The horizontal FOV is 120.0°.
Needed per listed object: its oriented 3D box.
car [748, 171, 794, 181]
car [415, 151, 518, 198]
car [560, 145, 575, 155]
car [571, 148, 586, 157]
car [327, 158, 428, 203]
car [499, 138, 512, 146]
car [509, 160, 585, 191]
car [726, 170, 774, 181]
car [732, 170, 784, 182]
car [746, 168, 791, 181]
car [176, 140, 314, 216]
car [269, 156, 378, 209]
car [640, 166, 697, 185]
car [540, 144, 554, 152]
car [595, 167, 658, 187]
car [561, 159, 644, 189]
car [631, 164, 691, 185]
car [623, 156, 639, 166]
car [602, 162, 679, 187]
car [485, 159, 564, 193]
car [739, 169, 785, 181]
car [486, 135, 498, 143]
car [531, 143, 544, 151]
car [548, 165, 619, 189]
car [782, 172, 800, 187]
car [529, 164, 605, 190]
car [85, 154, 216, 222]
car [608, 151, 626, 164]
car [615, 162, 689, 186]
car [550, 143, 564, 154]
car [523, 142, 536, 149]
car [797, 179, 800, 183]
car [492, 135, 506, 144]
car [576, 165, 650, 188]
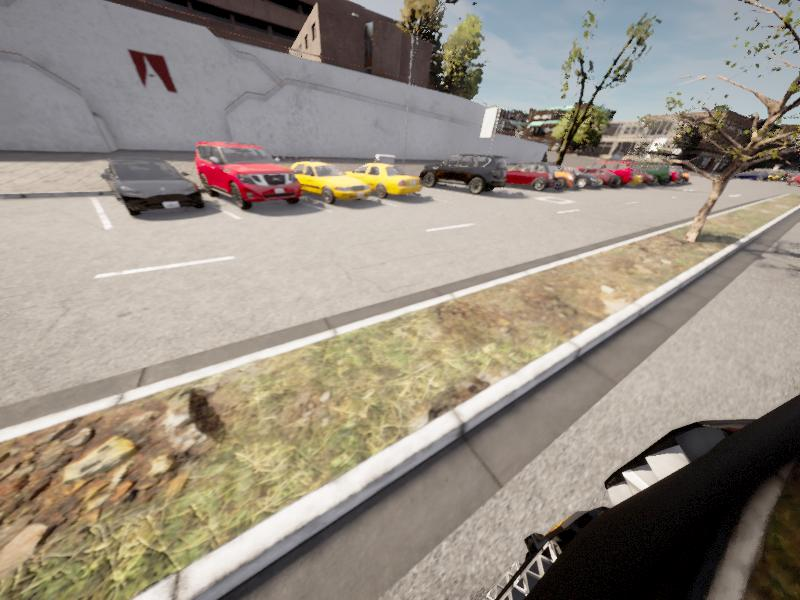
[{"bbox_3d":[80.077,-26.822,49.947,2.231,1.521,4.892,-25,42,-37],"label":"car"},{"bbox_3d":[3.973,-8.127,14.714,5.566,2.045,2.435,26,40,32],"label":"car"},{"bbox_3d":[45.452,-40.586,62.584,1.878,1.987,4.442,32,42,27],"label":"car"},{"bbox_3d":[46.953,-38.720,60.798,2.231,1.521,4.892,32,42,28],"label":"car"},{"bbox_3d":[-1.345,-6.521,12.299,5.366,1.575,1.946,26,40,32],"label":"car"},{"bbox_3d":[35.281,-52.638,76.860,1.946,1.575,5.366,31,42,27],"label":"car"},{"bbox_3d":[11.759,-10.198,18.757,4.553,1.767,2.185,26,39,31],"label":"car"},{"bbox_3d":[69.025,-24.626,45.702,4.792,1.488,2.163,30,42,35],"label":"car"},{"bbox_3d":[71.936,-25.061,46.543,1.946,1.575,5.366,-26,43,-38],"label":"car"},{"bbox_3d":[77.406,-26.410,48.670,1.878,1.987,4.442,-26,42,-37],"label":"car"},{"bbox_3d":[-6.356,-5.188,9.429,5.566,2.045,2.435,26,39,32],"label":"car"},{"bbox_3d":[-3.650,-5.654,10.792,5.366,1.575,1.946,26,39,32],"label":"car"},{"bbox_3d":[35.252,-16.576,30.580,4.553,1.767,2.185,27,40,32],"label":"car"},{"bbox_3d":[42.677,-43.996,66.914,1.946,1.575,5.366,32,42,28],"label":"car"},{"bbox_3d":[24.760,-13.628,25.442,4.674,1.452,2.002,26,40,32],"label":"car"},{"bbox_3d":[19.549,-12.455,22.656,5.566,2.045,2.435,26,40,31],"label":"car"},{"bbox_3d":[32.696,-15.936,29.189,4.442,1.987,1.878,26,39,32],"label":"car"},{"bbox_3d":[52.824,-31.765,52.844,2.002,1.452,4.674,32,42,28],"label":"car"},{"bbox_3d":[27.354,-14.597,26.622,5.566,2.045,2.435,26,40,32],"label":"car"},{"bbox_3d":[9.208,-9.450,17.396,4.553,1.767,2.185,26,40,32],"label":"car"},{"bbox_3d":[74.540,-25.825,47.715,2.185,1.767,4.553,-26,42,-37],"label":"car"},{"bbox_3d":[32.139,-56.114,80.617,2.185,1.767,4.553,31,41,27],"label":"car"},{"bbox_3d":[41.088,-45.623,68.816,2.002,1.452,4.674,32,42,27],"label":"car"},{"bbox_3d":[16.939,-11.502,21.482,4.792,1.488,2.163,26,40,32],"label":"car"},{"bbox_3d":[56.403,-16.289,31.563,1.851,1.617,3.988,-26,45,-35],"label":"car"},{"bbox_3d":[14.368,-10.802,20.136,4.892,1.521,2.231,26,39,31],"label":"car"},{"bbox_3d":[-8.964,-4.216,8.265,4.792,1.488,2.163,26,39,32],"label":"car"},{"bbox_3d":[51.405,-33.739,54.683,2.435,2.045,5.566,32,42,28],"label":"car"},{"bbox_3d":[30.015,-15.288,27.914,5.566,2.045,2.435,26,39,32],"label":"car"},{"bbox_3d":[43.981,-42.321,64.583,1.878,1.987,4.442,32,42,28],"label":"car"},{"bbox_3d":[39.602,-47.355,70.808,2.002,1.452,4.674,32,42,28],"label":"car"},{"bbox_3d":[85.174,-24.932,47.583,4.902,1.511,2.128,-11,36,-21],"label":"car"},{"bbox_3d":[33.681,-54.477,78.552,2.435,2.045,5.566,32,42,27],"label":"car"},{"bbox_3d":[22.016,-13.022,24.198,5.366,1.575,1.946,26,40,32],"label":"car"}]
